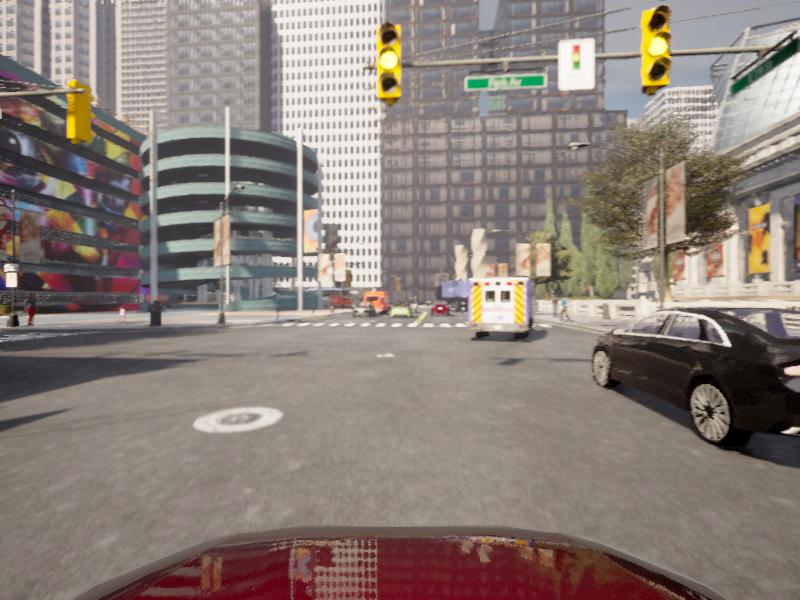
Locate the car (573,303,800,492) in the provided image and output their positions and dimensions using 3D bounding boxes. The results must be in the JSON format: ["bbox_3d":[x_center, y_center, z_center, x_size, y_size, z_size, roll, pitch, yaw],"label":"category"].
[{"bbox_3d":[4.393,0.831,5.680,2.128,1.511,4.902,0,0,5],"label":"car"}]

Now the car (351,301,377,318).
[{"bbox_3d":[-3.281,0.827,37.279,1.789,1.549,3.705,0,0,5],"label":"car"}]

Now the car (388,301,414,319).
[{"bbox_3d":[0.199,0.835,36.796,2.007,1.525,4.514,0,0,5],"label":"car"}]

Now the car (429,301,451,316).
[{"bbox_3d":[4.109,0.851,41.203,2.163,1.488,4.792,0,0,5],"label":"car"}]

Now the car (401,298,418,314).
[{"bbox_3d":[1.178,0.657,48.718,1.932,1.855,4.605,0,0,4],"label":"car"}]

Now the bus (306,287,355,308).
[{"bbox_3d":[-14.834,-0.493,85.226,10.273,4.253,3.944,0,-1,32],"label":"bus"}]

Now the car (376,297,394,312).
[{"bbox_3d":[-2.206,0.574,57.153,2.150,2.045,5.566,0,1,-7],"label":"car"}]

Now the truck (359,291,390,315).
[{"bbox_3d":[-2.709,0.375,43.989,2.627,2.467,5.204,0,0,5],"label":"truck"}]

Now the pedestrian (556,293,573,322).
[{"bbox_3d":[10.521,0.472,25.645,0.751,1.860,0.751,0,0,-2],"label":"pedestrian"}]

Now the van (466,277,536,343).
[{"bbox_3d":[4.836,0.373,18.285,2.351,2.431,6.366,0,0,21],"label":"van"}]

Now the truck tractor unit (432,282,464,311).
[{"bbox_3d":[7.452,-0.521,62.855,3.053,4.208,6.516,0,0,-11],"label":"truck tractor unit"}]

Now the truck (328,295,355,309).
[{"bbox_3d":[-11.274,0.390,77.323,2.627,2.467,5.204,1,-1,-44],"label":"truck"}]

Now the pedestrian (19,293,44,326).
[{"bbox_3d":[-20.911,0.524,22.699,0.751,1.860,0.751,0,0,16],"label":"pedestrian"}]

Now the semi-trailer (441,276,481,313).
[{"bbox_3d":[8.048,-0.626,54.978,2.717,4.402,14.254,0,0,-2],"label":"semi-trailer"}]

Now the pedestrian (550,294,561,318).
[{"bbox_3d":[12.548,0.470,32.333,0.751,1.860,0.751,0,0,12],"label":"pedestrian"}]
